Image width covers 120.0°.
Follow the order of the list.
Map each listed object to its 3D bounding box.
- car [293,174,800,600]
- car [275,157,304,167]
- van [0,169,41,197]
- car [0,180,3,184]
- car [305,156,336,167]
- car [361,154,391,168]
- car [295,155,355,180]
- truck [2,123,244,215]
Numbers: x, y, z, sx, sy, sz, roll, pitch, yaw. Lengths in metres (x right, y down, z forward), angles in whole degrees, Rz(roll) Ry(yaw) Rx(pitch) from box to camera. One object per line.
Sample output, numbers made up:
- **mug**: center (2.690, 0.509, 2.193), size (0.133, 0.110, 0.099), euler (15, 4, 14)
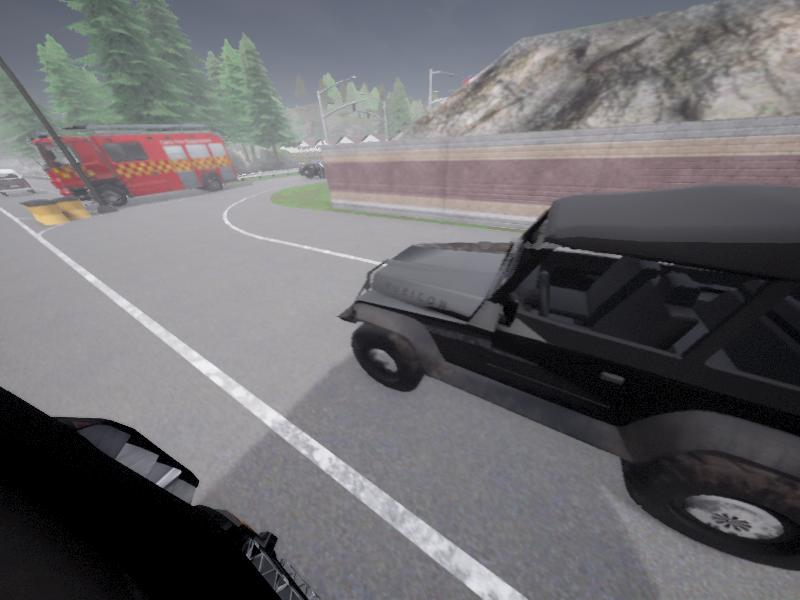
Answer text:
- **car**: center (1.376, 0.045, 2.082), size (3.866, 1.878, 1.905), euler (16, 38, 26)
- **car**: center (-20.455, -25.487, 42.659), size (5.008, 1.535, 1.882), euler (16, 38, 26)
- **van**: center (-36.310, -10.940, 21.442), size (4.480, 2.038, 2.069), euler (16, 38, 26)
- **car**: center (-66.909, -19.614, 37.354), size (4.974, 1.542, 2.038), euler (16, 38, 26)
- **car**: center (-13.419, -23.404, 39.023), size (4.792, 1.488, 2.163), euler (16, 38, 27)
- **car**: center (-3.225, -19.136, 31.676), size (1.994, 1.385, 4.181), euler (16, 38, 26)
- **car**: center (-6.630, -12.092, 21.011), size (2.038, 1.542, 4.974), euler (16, 38, 26)
- **truck**: center (-15.629, -8.555, 14.503), size (2.891, 3.827, 8.468), euler (23, 43, 32)
